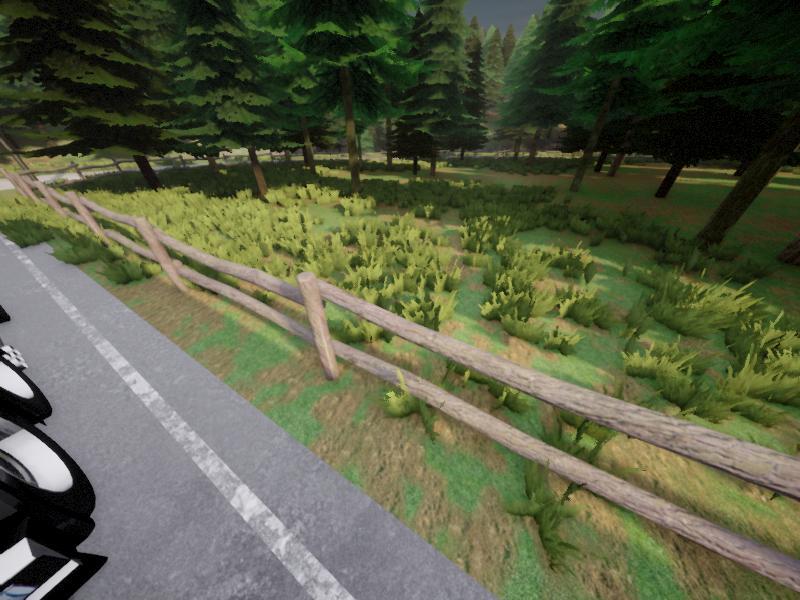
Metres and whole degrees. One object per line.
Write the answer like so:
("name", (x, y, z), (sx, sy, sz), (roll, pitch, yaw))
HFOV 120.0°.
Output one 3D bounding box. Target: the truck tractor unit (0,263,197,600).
("truck tractor unit", (-5.112, -0.300, 0.786), (6.516, 4.208, 3.053), (18, 39, 24))
